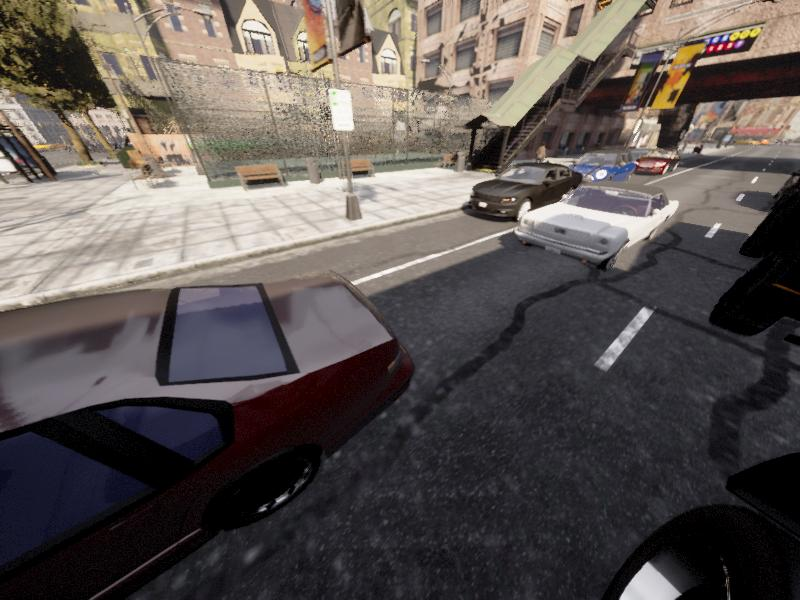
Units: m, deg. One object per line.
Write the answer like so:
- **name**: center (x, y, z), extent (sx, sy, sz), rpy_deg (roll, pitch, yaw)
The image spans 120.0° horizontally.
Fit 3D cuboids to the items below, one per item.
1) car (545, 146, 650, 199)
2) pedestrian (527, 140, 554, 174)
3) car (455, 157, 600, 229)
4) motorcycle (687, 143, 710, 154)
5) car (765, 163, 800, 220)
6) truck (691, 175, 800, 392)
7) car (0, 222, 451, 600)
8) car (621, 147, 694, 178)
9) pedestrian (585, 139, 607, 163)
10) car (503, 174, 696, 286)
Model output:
- **car**: center (9.731, -6.434, 11.392), extent (4.553, 1.767, 2.185), rpy_deg (-23, 41, -29)
- **pedestrian**: center (9.248, -9.426, 15.265), extent (0.751, 1.860, 0.751), rpy_deg (-22, 41, -28)
- **car**: center (4.609, -4.074, 8.306), extent (5.008, 1.535, 2.097), rpy_deg (-23, 41, -29)
- **motorcycle**: center (40.642, -20.617, 31.454), extent (0.856, 1.236, 1.805), rpy_deg (14, 38, 19)
- **car**: center (15.268, -4.047, 8.099), extent (5.238, 1.638, 1.930), rpy_deg (-23, 41, -28)
- **truck**: center (7.040, -0.766, 3.116), extent (6.274, 2.098, 2.390), rpy_deg (-23, 41, -28)
- **car**: center (-2.446, 0.998, 1.299), extent (5.357, 1.411, 2.033), rpy_deg (-22, 41, -28)
- **car**: center (18.478, -9.991, 16.585), extent (4.892, 1.521, 2.231), rpy_deg (-23, 41, -29)
- **pedestrian**: center (18.311, -13.951, 21.606), extent (0.751, 1.860, 0.751), rpy_deg (-21, 40, -26)
- **car**: center (4.920, -2.041, 5.633), extent (4.718, 1.301, 1.895), rpy_deg (-23, 41, -28)
